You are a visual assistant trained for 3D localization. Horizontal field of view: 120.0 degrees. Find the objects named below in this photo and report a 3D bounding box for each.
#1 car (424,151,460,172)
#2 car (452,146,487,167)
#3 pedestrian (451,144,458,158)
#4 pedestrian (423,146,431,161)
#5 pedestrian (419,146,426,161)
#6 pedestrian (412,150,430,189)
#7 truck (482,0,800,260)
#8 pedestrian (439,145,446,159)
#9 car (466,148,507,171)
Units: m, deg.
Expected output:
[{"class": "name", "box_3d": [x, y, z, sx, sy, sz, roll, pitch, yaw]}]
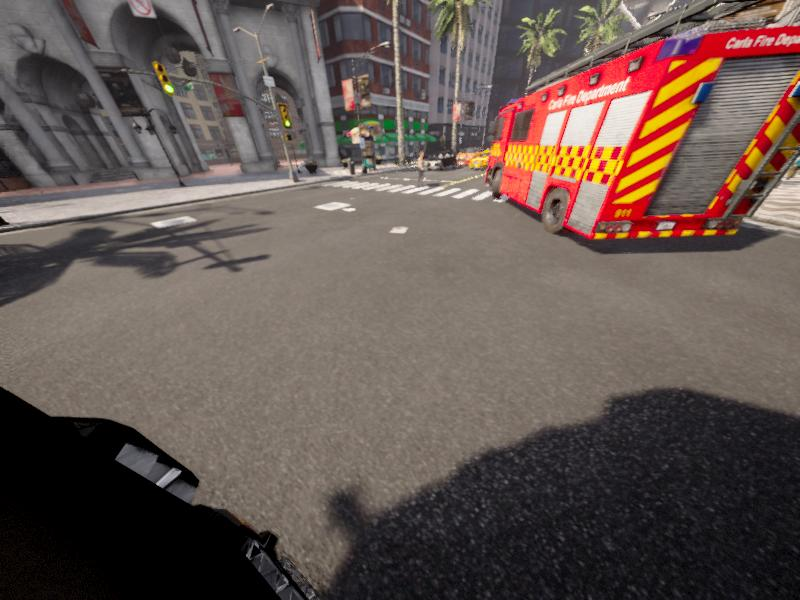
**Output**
[{"class": "car", "box_3d": [4.142, -13.609, 22.608, 1.789, 1.549, 3.705, 21, 40, 31]}, {"class": "car", "box_3d": [8.066, -16.645, 26.684, 2.097, 1.767, 4.553, 22, 41, 32]}, {"class": "pedestrian", "box_3d": [9.087, -24.777, 38.423, 0.751, 1.860, 0.751, 23, 42, 33]}, {"class": "pedestrian", "box_3d": [3.953, -21.612, 34.016, 0.751, 1.860, 0.751, 22, 41, 32]}, {"class": "pedestrian", "box_3d": [3.234, -21.221, 33.478, 0.751, 1.860, 0.751, 22, 41, 32]}, {"class": "pedestrian", "box_3d": [1.209, -7.530, 13.373, 0.751, 1.860, 0.751, 18, 39, 28]}, {"class": "truck", "box_3d": [5.459, -4.825, 7.316, 2.891, 3.827, 8.468, -1, 34, 3]}, {"class": "pedestrian", "box_3d": [6.694, -23.555, 36.749, 0.751, 1.860, 0.751, 20, 40, 30]}, {"class": "car", "box_3d": [8.455, -13.654, 22.371, 1.801, 1.575, 5.366, 22, 41, 32]}]
